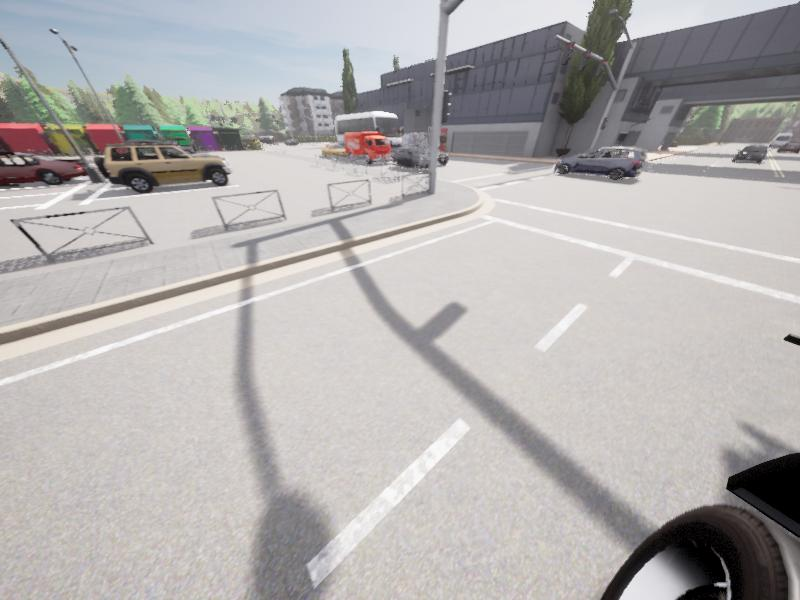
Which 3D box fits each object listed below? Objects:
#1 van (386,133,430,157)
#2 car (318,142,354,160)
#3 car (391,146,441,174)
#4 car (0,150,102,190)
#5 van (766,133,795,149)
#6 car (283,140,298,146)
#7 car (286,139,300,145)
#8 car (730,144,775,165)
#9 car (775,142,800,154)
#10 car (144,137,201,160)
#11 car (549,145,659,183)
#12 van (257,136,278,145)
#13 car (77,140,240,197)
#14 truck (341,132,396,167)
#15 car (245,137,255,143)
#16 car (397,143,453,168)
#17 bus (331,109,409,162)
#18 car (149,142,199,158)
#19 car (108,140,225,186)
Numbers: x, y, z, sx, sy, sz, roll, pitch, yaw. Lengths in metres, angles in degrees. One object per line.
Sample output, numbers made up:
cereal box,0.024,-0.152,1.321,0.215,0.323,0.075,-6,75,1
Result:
van,0.921,-21.402,31.765,2.351,2.431,6.366,-24,42,-29
car,-7.515,-17.418,26.911,1.801,1.575,5.366,-24,42,-29
car,1.121,-10.817,17.706,1.845,1.501,3.633,-24,42,-30
car,-19.071,-6.311,11.226,5.357,1.415,2.033,-25,42,-30
van,80.693,-33.796,49.035,5.915,2.561,1.988,-25,43,-31
car,-27.723,-39.642,58.285,1.895,1.301,4.718,-24,42,-29
car,-30.662,-45.329,66.166,2.033,1.411,5.357,-24,42,-29
car,34.953,-14.542,22.960,4.892,1.490,1.837,-25,42,-30
car,60.356,-23.537,35.676,4.181,1.385,1.994,-25,42,-31
car,-24.576,-16.505,25.109,3.866,1.878,1.905,-25,42,-30
car,12.765,-8.848,14.827,2.242,1.667,4.611,-25,43,-31
van,-36.575,-44.020,63.792,4.480,2.038,2.069,10,37,14
car,-10.581,-6.259,10.749,4.605,1.855,1.932,-25,42,-30
truck,-3.025,-14.328,21.816,2.627,2.467,5.204,-24,42,-30
car,-51.276,-54.556,78.893,1.930,1.638,5.238,-24,42,-29
car,2.091,-13.432,21.291,2.152,1.651,5.027,-25,42,-31
bus,-3.760,-19.107,26.979,3.944,4.253,10.273,-24,42,-29
car,-26.368,-17.631,27.098,3.806,1.475,1.970,-25,42,-30
car,-12.339,-7.592,12.622,3.866,1.878,1.905,-25,42,-30
